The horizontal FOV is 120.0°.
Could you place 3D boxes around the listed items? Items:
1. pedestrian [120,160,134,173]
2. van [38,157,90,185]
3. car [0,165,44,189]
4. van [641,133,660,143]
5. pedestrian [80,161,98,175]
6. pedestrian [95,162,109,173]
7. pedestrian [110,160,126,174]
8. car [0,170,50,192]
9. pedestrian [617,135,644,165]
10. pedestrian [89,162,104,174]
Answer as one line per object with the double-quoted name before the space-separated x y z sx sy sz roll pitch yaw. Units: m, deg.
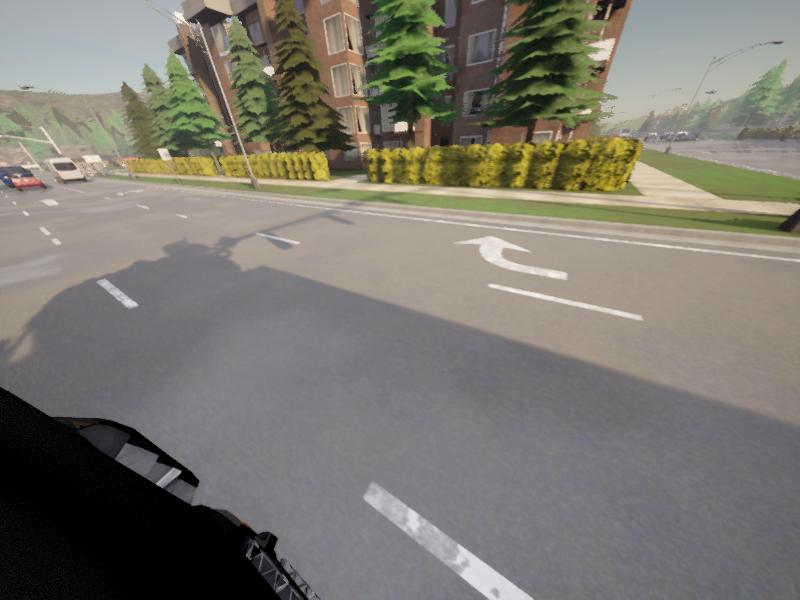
"pedestrian" -46.754 -22.944 39.572 0.751 1.860 0.751 18 39 28
"van" -40.543 -15.601 27.882 5.915 2.561 1.988 17 39 27
"car" -42.836 -13.814 25.835 5.566 2.045 2.150 18 39 27
"van" 64.999 -42.141 59.992 2.069 2.038 4.480 18 39 28
"pedestrian" -49.841 -21.094 37.024 0.751 1.860 0.751 14 38 24
"pedestrian" -57.008 -25.362 44.211 0.751 1.860 0.751 15 38 24
"pedestrian" -45.342 -21.369 37.121 0.751 1.860 0.751 18 39 28
"car" -36.795 -11.722 22.664 3.988 1.617 1.851 18 39 28
"pedestrian" 17.646 -11.484 17.706 0.751 1.860 0.751 18 39 28
"pedestrian" -56.827 -24.716 43.233 0.751 1.860 0.751 18 39 28
